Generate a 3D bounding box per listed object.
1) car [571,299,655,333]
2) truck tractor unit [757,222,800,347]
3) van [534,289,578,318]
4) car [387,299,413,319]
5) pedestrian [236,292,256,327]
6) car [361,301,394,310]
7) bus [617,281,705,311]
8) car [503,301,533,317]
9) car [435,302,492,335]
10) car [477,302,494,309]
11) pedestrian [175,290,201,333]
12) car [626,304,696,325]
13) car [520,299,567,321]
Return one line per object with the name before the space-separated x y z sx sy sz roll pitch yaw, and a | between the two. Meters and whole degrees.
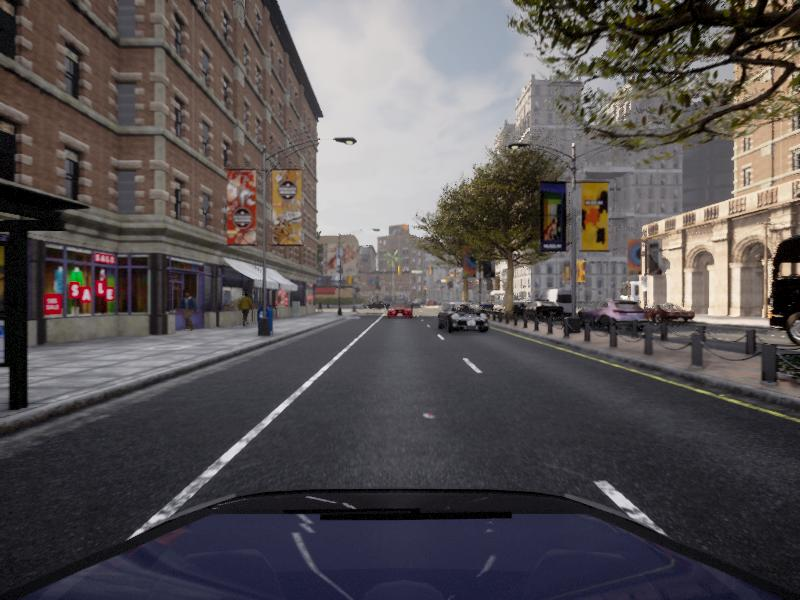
car | 11.501 0.782 22.063 2.033 1.649 4.856 0 0 0
truck tractor unit | 14.995 -0.522 11.840 3.053 4.208 6.516 0 0 0
van | 15.006 0.330 38.866 1.988 2.561 5.915 0 0 0
car | -0.002 0.763 35.971 2.242 1.667 4.611 0 0 0
pedestrian | -8.320 0.490 21.568 0.751 1.860 0.751 0 0 5
car | -3.636 0.858 64.429 4.892 1.490 1.837 0 -1 12
bus | 38.039 -0.522 58.551 10.273 4.253 3.944 0 0 1
car | 11.506 0.861 39.290 1.970 1.475 3.806 0 0 3
car | 3.102 0.857 20.263 1.970 1.475 3.806 0 0 -5
car | 15.002 0.958 70.522 1.895 1.301 4.718 0 0 0
pedestrian | -9.328 0.489 17.615 0.751 1.860 0.751 0 0 5
car | 18.250 0.944 28.267 1.895 1.301 4.718 0 0 0
car | 11.501 0.778 32.469 1.930 1.638 5.238 0 0 0
